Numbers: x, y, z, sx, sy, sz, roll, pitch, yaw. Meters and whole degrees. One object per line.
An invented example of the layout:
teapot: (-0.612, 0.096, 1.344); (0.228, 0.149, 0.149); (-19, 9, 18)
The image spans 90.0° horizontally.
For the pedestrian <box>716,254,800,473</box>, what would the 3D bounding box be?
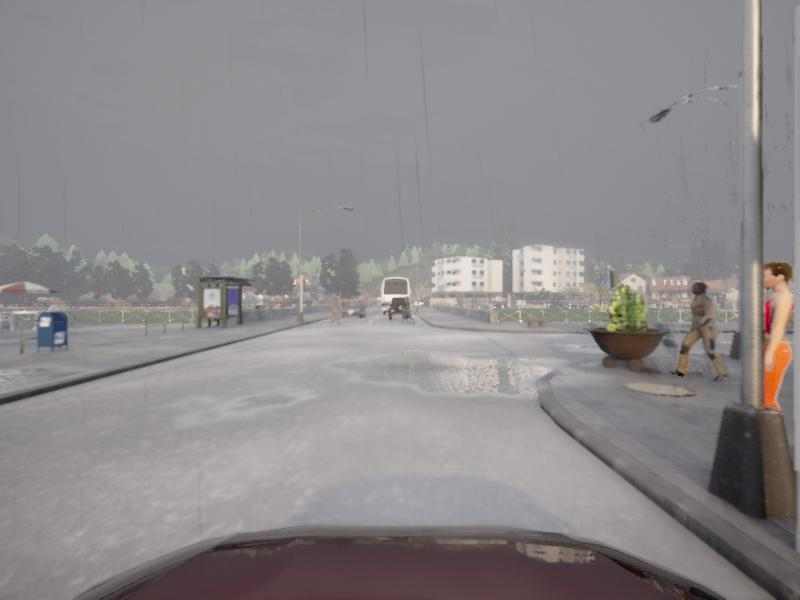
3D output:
pedestrian: (3.497, 0.538, 3.793); (0.751, 1.860, 0.751); (0, 0, 41)

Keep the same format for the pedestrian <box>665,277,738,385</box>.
pedestrian: (5.447, 0.541, 7.274); (0.751, 1.860, 0.751); (0, 0, -2)

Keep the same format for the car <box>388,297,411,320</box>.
car: (-0.068, 0.685, 35.380); (1.905, 1.878, 3.866); (0, 0, -2)

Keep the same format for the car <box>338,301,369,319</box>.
car: (-4.112, 0.874, 36.173); (2.128, 1.511, 4.902); (0, 0, 1)

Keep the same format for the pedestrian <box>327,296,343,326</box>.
pedestrian: (-4.057, 0.664, 25.072); (0.751, 1.860, 0.751); (0, 0, 12)

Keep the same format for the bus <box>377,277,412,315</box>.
bus: (-0.513, -0.478, 49.964); (3.944, 4.253, 10.273); (0, 0, 1)

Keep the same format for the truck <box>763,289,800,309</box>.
truck: (77.602, -0.245, 79.310); (8.468, 3.827, 2.891); (0, 0, 0)

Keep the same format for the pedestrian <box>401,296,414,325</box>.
pedestrian: (0.499, 0.664, 25.730); (0.751, 1.860, 0.751); (0, 0, -8)
